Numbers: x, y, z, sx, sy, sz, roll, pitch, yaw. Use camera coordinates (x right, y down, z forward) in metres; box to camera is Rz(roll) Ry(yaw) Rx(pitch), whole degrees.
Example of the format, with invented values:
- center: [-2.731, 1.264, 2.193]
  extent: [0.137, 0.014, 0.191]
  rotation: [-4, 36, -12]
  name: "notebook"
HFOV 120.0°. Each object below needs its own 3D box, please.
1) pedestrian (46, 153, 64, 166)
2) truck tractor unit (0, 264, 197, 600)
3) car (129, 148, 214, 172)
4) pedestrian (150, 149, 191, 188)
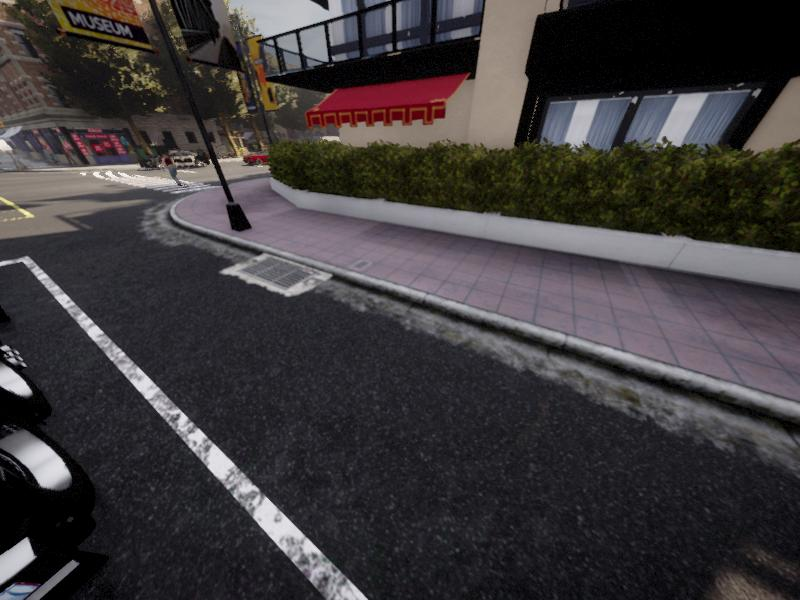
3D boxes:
- center: [-35.081, -14.244, 23.475]
  extent: [0.500, 1.100, 0.500]
  rotation: [17, 38, 23]
  name: "pedestrian"
- center: [-5.108, -0.304, 0.775]
  extent: [6.516, 4.208, 3.053]
  rotation: [18, 39, 24]
  name: "truck tractor unit"
- center: [-21.625, -13.535, 22.181]
  extent: [1.930, 1.638, 5.238]
  rotation: [20, 39, 26]
  name: "car"
- center: [-13.156, -7.556, 13.289]
  extent: [0.751, 1.860, 0.751]
  rotation: [16, 38, 22]
  name: "pedestrian"
